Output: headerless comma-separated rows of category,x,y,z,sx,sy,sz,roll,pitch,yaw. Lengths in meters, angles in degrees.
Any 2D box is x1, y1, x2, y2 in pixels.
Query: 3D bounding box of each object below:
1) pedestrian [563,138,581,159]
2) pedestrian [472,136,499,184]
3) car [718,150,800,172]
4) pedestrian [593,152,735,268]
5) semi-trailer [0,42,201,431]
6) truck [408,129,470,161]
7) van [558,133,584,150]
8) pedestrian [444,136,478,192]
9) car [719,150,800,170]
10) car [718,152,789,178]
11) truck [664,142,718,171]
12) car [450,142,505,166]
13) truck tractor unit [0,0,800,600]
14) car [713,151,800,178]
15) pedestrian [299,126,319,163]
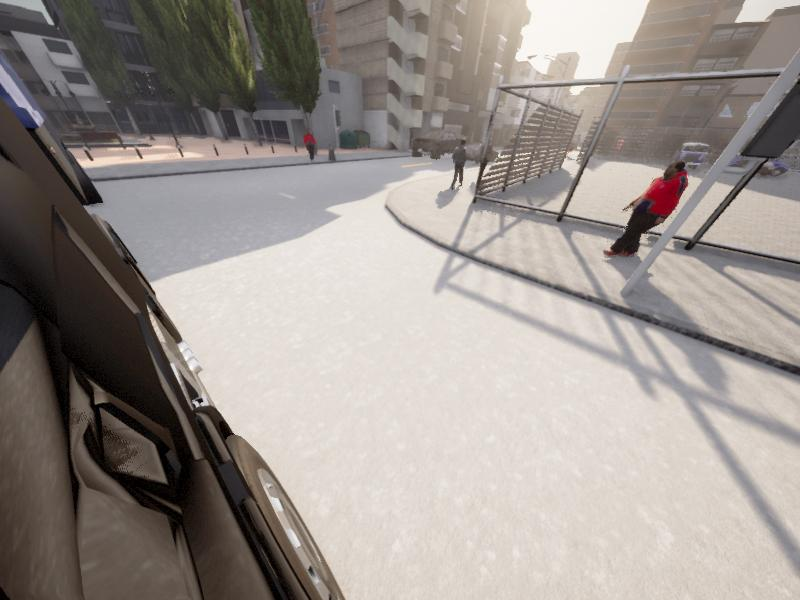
pedestrian,18.906,-16.700,25.413,0.751,1.860,0.751,-26,45,-33
pedestrian,4.026,-6.634,10.991,0.751,1.860,0.751,11,37,10
car,39.290,-15.285,25.322,4.902,1.511,2.128,30,45,31
pedestrian,4.745,-1.669,4.398,0.751,1.860,0.751,10,37,9
semi-trailer,-8.686,-3.614,4.238,14.254,4.402,2.717,28,44,30
truck,3.708,-14.284,21.228,2.390,2.098,6.274,28,44,30
van,33.933,-31.373,45.727,2.351,2.431,6.366,29,44,31
pedestrian,2.461,-5.563,9.460,0.751,1.860,0.751,24,42,26
car,42.378,-16.710,27.426,4.902,1.511,2.128,27,43,29
car,30.268,-11.780,20.031,2.033,1.415,5.357,28,44,30
truck,27.365,-13.726,21.927,2.069,2.038,4.478,28,44,30
car,6.607,-12.385,19.463,2.033,1.411,5.357,29,44,31
truck tractor unit,-2.645,-0.295,0.352,6.516,4.208,3.053,28,44,30
car,30.341,-11.675,19.775,3.705,1.547,1.789,28,44,30
pedestrian,-5.712,-9.762,14.569,0.751,1.860,0.751,-17,41,-24
